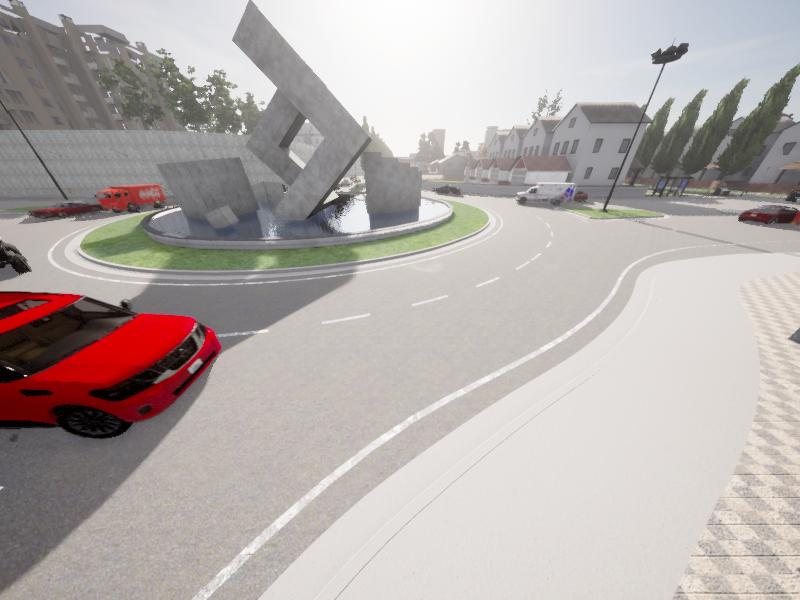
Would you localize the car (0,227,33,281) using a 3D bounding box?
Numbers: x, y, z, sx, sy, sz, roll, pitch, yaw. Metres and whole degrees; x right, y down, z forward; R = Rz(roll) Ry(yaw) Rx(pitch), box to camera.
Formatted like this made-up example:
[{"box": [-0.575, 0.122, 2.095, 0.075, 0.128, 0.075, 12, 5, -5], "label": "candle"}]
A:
[{"box": [-18.396, -2.060, 9.988, 3.866, 1.878, 1.905, 18, 35, 28], "label": "car"}]

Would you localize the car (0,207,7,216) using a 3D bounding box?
[{"box": [-41.014, -8.543, 21.812, 4.718, 1.301, 1.895, 4, 30, 7], "label": "car"}]

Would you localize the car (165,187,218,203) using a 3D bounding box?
[{"box": [-29.477, -15.060, 32.858, 1.882, 1.535, 5.008, 14, 33, 23], "label": "car"}]

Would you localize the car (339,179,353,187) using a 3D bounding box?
[{"box": [-13.165, -28.678, 56.446, 2.038, 1.542, 4.974, 1, 30, 1], "label": "car"}]

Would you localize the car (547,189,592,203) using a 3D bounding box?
[{"box": [22.574, -13.932, 30.966, 4.193, 1.474, 1.816, 7, 31, 12], "label": "car"}]

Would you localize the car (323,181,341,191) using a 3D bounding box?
[{"box": [-13.944, -23.550, 47.657, 1.812, 1.442, 4.674, 4, 30, 7], "label": "car"}]

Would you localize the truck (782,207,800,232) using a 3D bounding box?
[{"box": [33.795, -6.510, 15.763, 8.468, 3.827, 2.891, -1, 30, -2], "label": "truck"}]

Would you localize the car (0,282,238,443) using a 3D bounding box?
[{"box": [-6.923, 1.057, 4.423, 5.566, 2.045, 2.150, 0, 30, -2], "label": "car"}]

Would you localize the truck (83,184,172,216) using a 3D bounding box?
[{"box": [-28.122, -10.664, 24.309, 2.627, 2.467, 5.204, 0, 30, 1], "label": "truck"}]

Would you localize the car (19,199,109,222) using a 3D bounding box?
[{"box": [-31.366, -8.584, 21.883, 1.895, 1.301, 4.718, -3, 30, -5], "label": "car"}]

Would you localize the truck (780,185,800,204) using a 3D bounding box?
[{"box": [54.030, -13.388, 29.400, 6.274, 2.098, 2.390, 0, 30, 0], "label": "truck"}]

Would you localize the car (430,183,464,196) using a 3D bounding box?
[{"box": [7.841, -18.638, 38.951, 5.238, 1.638, 1.930, 26, 38, 37], "label": "car"}]

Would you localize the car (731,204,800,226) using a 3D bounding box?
[{"box": [31.495, -7.154, 19.333, 4.181, 1.385, 1.994, -1, 30, -2], "label": "car"}]

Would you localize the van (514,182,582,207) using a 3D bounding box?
[{"box": [18.018, -13.183, 28.716, 6.366, 2.431, 2.351, 9, 31, 15], "label": "van"}]
